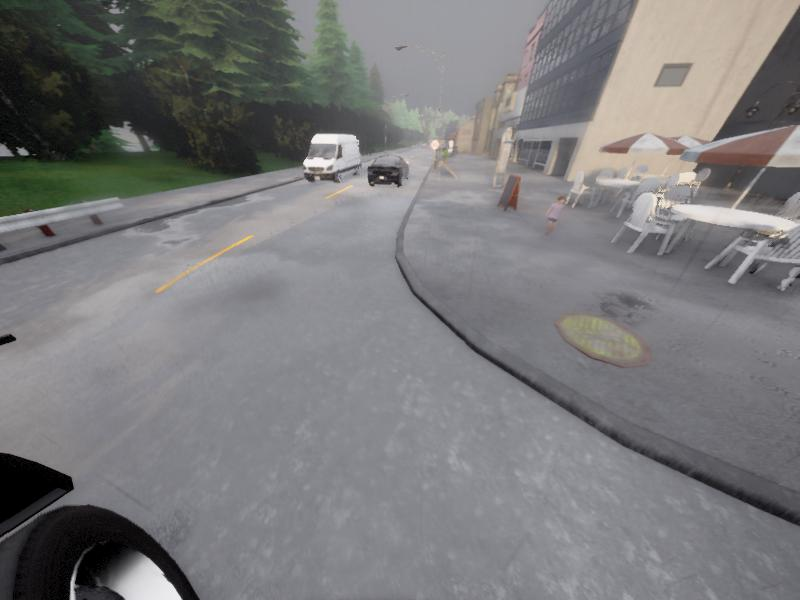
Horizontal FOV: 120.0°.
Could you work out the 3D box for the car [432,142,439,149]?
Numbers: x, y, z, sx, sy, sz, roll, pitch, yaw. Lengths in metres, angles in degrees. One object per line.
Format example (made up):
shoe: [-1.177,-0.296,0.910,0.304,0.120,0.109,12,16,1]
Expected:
car: [11.804,-51.945,77.520,1.932,1.855,4.605,6,35,7]

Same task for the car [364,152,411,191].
car: [-0.575,-8.154,14.406,1.882,1.535,5.008,6,35,7]

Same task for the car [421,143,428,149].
car: [9.080,-56.469,84.475,2.152,1.651,5.027,6,35,7]

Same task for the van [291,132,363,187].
van: [-4.359,-9.443,15.324,1.988,2.561,5.915,6,35,7]

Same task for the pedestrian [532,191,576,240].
pedestrian: [3.970,-2.191,6.036,0.500,1.100,0.500,4,35,5]
